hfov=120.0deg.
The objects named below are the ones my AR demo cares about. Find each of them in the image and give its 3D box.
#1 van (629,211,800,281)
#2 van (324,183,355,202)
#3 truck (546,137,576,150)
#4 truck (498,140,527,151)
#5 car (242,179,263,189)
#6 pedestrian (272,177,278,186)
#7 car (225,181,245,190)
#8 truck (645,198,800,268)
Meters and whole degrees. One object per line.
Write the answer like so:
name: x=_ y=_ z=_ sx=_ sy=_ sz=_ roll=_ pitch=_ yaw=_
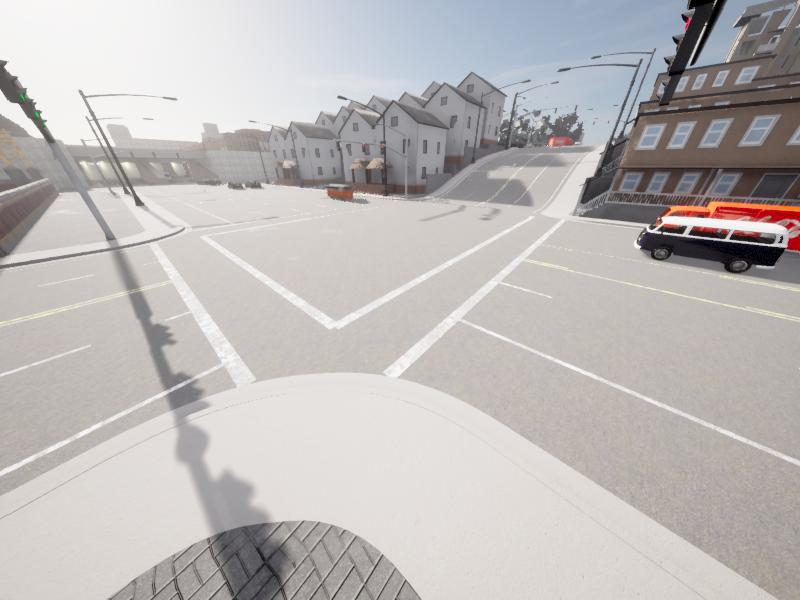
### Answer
van: x=14.563 y=-2.824 z=11.159 sx=4.480 sy=2.038 sz=2.069 roll=24 pitch=38 yaw=35
van: x=-8.673 y=-15.427 z=33.043 sx=4.442 sy=1.987 sz=1.775 roll=23 pitch=37 yaw=34
truck: x=40.689 y=-39.621 z=58.460 sx=5.204 sy=2.467 sz=2.627 roll=0 pitch=30 yaw=0
truck: x=30.603 y=-41.953 z=62.868 sx=6.274 sy=2.098 sz=2.390 roll=24 pitch=38 yaw=35
car: x=-32.884 y=-25.887 z=51.600 sx=4.611 sy=1.667 sz=2.242 roll=24 pitch=38 yaw=35
pedestrian: x=-30.000 y=-28.525 z=55.502 sx=0.751 sy=1.860 sz=0.751 roll=24 pitch=37 yaw=35
car: x=-35.336 y=-24.596 z=49.454 sx=4.514 sy=1.525 sz=2.007 roll=24 pitch=38 yaw=35
truck: x=17.589 y=-3.927 z=12.639 sx=5.204 sy=2.467 sz=2.627 roll=25 pitch=38 yaw=36
